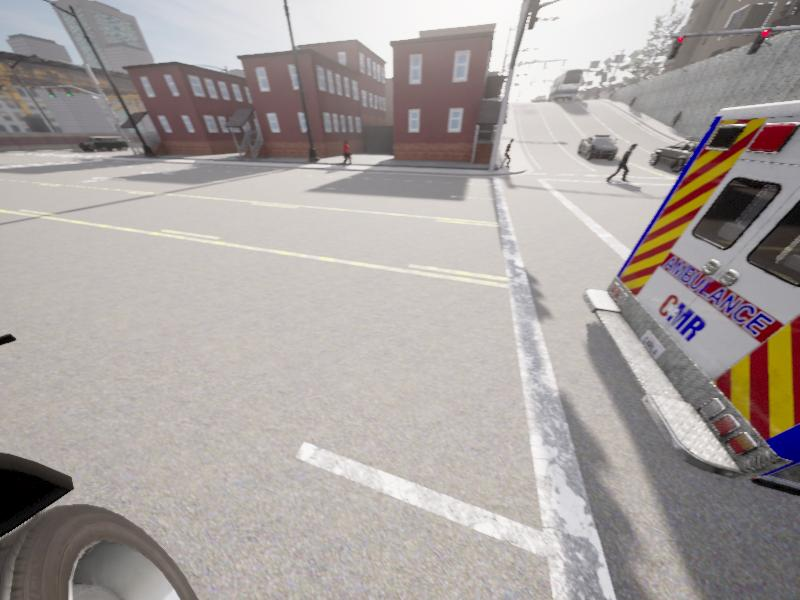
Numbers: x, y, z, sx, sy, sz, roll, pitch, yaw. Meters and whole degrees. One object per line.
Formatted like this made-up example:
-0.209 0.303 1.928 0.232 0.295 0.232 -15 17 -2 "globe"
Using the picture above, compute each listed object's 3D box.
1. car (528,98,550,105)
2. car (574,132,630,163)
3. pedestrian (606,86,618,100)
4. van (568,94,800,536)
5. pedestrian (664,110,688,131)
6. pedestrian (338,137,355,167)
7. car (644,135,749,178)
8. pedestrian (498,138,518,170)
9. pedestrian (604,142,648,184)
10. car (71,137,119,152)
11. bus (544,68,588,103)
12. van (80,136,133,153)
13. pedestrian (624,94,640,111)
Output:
34.910 -49.870 57.999 1.895 1.301 4.718 -10 41 -13 "car"
17.516 -13.552 20.370 1.930 1.638 5.238 10 42 14 "car"
38.182 -37.250 41.622 0.751 1.860 0.751 9 37 13 "pedestrian"
5.321 0.383 1.226 6.366 2.431 2.351 10 37 14 "van"
31.432 -20.403 26.335 0.751 1.860 0.751 11 37 15 "pedestrian"
-4.076 -11.404 17.830 0.751 1.860 0.751 15 38 20 "pedestrian"
19.346 -9.749 15.528 1.932 1.855 4.605 9 40 13 "car"
7.523 -10.160 16.082 0.751 1.860 0.751 15 38 20 "pedestrian"
11.984 -7.269 12.317 0.751 1.860 0.751 8 37 12 "pedestrian"
-49.038 -25.110 37.234 1.905 1.878 3.866 10 37 14 "car"
32.725 -42.491 46.211 3.944 4.253 10.273 10 39 14 "bus"
-45.749 -24.438 36.214 1.775 1.987 4.442 10 37 14 "van"
34.406 -29.232 34.237 0.751 1.860 0.751 11 37 15 "pedestrian"
